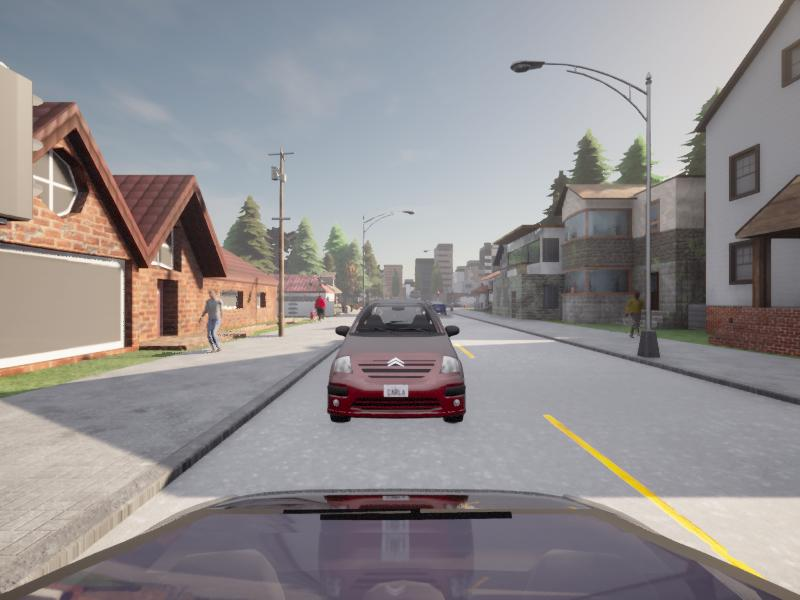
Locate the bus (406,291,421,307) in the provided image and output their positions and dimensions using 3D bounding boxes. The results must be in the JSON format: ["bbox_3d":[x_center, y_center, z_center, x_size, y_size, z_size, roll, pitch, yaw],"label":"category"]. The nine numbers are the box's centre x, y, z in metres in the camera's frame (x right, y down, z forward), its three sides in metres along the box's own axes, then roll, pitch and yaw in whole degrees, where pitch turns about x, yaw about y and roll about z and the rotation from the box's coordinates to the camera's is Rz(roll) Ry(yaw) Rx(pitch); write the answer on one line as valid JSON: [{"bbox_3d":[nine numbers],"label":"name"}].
[{"bbox_3d":[3.891,-0.319,114.423,3.944,4.253,10.273,0,0,0],"label":"bus"}]

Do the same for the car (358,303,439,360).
[{"bbox_3d":[-0.034,0.851,13.091,2.163,1.488,4.792,0,0,0],"label":"car"}]

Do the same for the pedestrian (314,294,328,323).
[{"bbox_3d":[-5.155,0.533,26.024,0.751,1.860,0.751,0,0,0],"label":"pedestrian"}]

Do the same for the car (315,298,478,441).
[{"bbox_3d":[-0.037,0.788,6.528,1.851,1.617,3.988,0,0,0],"label":"car"}]

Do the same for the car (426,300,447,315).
[{"bbox_3d":[3.979,0.823,44.388,1.882,1.535,5.008,0,0,0],"label":"car"}]

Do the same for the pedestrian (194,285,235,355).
[{"bbox_3d":[-5.102,0.533,11.051,0.751,1.860,0.751,0,0,8],"label":"pedestrian"}]

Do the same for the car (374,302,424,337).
[{"bbox_3d":[-0.032,0.851,19.557,2.163,1.488,4.792,0,0,0],"label":"car"}]

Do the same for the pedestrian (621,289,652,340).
[{"bbox_3d":[8.861,0.533,15.042,0.751,1.860,0.751,0,0,5],"label":"pedestrian"}]

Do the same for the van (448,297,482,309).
[{"bbox_3d":[12.982,0.593,80.222,6.366,2.431,2.351,0,0,0],"label":"van"}]
